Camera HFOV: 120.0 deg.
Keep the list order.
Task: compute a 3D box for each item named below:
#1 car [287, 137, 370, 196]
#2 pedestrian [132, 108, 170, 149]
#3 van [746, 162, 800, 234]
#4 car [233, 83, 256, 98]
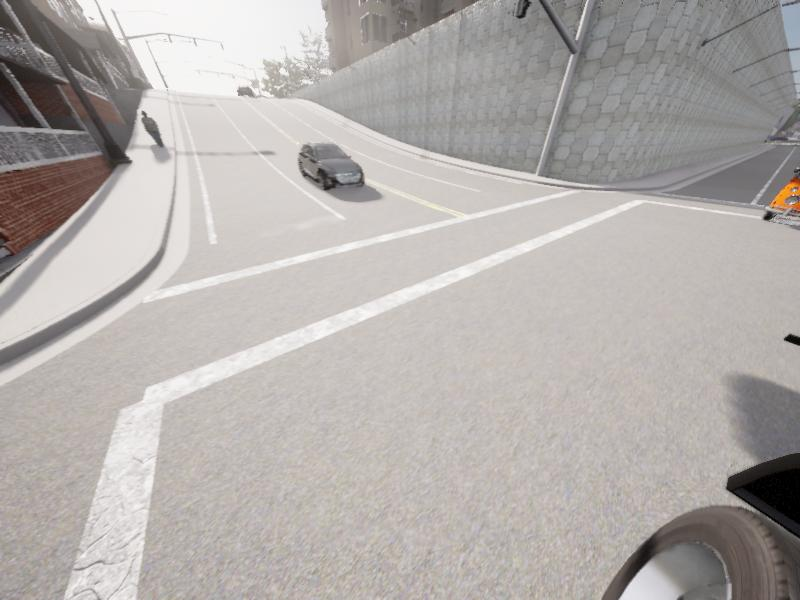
[{"bbox_3d":[-3.564,-6.689,11.246,2.033,1.649,4.856,-22,46,-28],"label":"car"},{"bbox_3d":[-14.625,-10.080,13.639,0.751,1.860,0.751,-23,41,-29],"label":"pedestrian"},{"bbox_3d":[13.033,-3.289,6.715,4.442,1.987,1.775,-17,39,-22],"label":"van"},{"bbox_3d":[-24.645,-33.066,36.535,2.128,1.511,4.902,-23,45,-28],"label":"car"}]
